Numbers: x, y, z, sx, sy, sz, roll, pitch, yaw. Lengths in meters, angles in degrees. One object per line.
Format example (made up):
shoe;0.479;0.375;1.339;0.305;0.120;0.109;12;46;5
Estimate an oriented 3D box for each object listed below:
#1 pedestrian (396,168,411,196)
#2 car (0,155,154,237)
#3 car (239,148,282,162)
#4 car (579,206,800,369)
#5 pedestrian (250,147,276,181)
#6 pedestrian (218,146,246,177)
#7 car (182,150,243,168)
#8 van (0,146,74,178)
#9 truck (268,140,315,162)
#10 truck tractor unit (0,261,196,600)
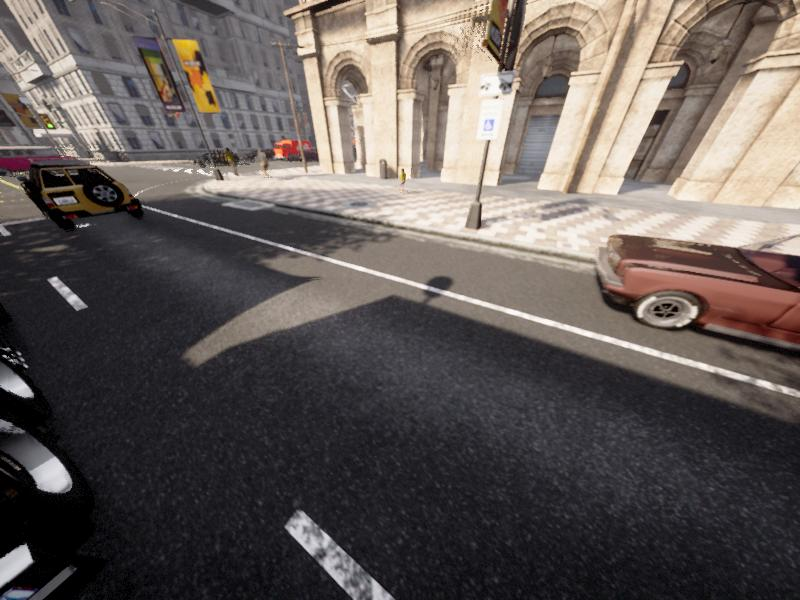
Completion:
pedestrian;0.160;-5.671;11.077;0.500;1.100;0.500;27;43;34
car;-11.031;-3.746;7.870;4.605;1.855;1.932;20;39;26
car;-20.043;-20.993;33.375;1.837;1.490;4.892;18;38;24
car;5.536;-0.110;3.097;4.718;1.301;1.895;18;38;24
pedestrian;-8.995;-9.008;15.260;0.751;1.860;0.751;25;42;32
pedestrian;-12.199;-10.071;16.807;0.751;1.860;0.751;9;35;12
car;-20.884;-16.003;26.087;1.837;1.490;4.892;16;38;22
van;-30.311;-11.023;18.362;1.775;1.987;4.442;18;38;24
truck;-15.631;-21.767;33.662;2.627;2.467;5.204;18;38;24
truck tractor unit;-5.099;-0.313;0.793;6.516;4.208;3.053;19;39;24
